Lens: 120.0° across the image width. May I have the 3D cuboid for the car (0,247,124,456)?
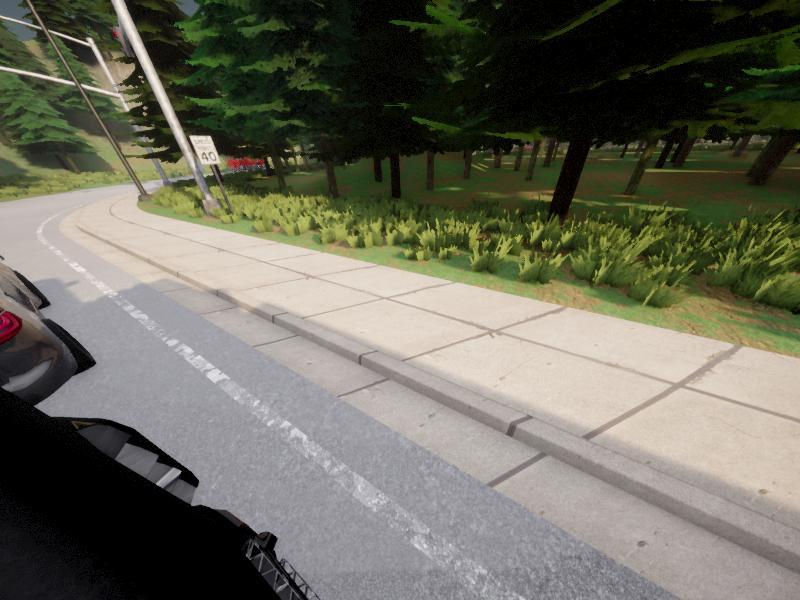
[{"bbox_3d":[-5.788,0.289,2.439,4.611,1.667,2.242,16,38,26],"label":"car"}]

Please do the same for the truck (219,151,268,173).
[{"bbox_3d":[-24.003,-21.391,35.740,2.627,2.467,5.204,13,37,23],"label":"truck"}]
